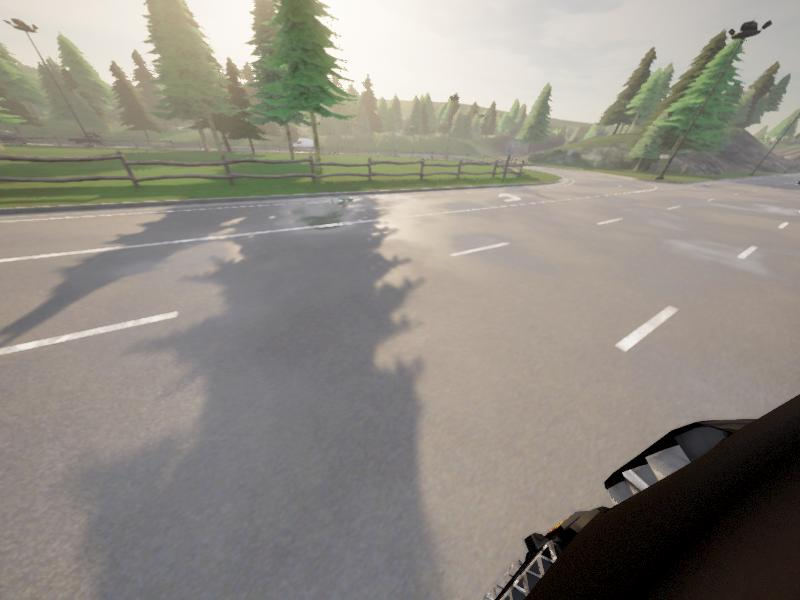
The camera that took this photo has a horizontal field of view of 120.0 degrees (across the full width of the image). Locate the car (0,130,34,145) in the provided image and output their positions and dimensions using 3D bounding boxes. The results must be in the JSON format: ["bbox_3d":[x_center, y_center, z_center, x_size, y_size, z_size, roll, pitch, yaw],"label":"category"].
[{"bbox_3d":[-57.036,-23.096,32.654,5.027,1.651,2.152,-15,38,-25],"label":"car"}]

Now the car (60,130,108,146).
[{"bbox_3d":[-52.315,-26.844,38.369,3.866,1.878,1.905,-16,38,-26],"label":"car"}]

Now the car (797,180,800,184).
[{"bbox_3d":[57.877,-16.905,31.951,5.027,1.651,2.152,-16,38,-26],"label":"car"}]

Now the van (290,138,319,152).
[{"bbox_3d":[-23.168,-37.692,56.067,5.915,2.561,1.988,-16,38,-26],"label":"van"}]
